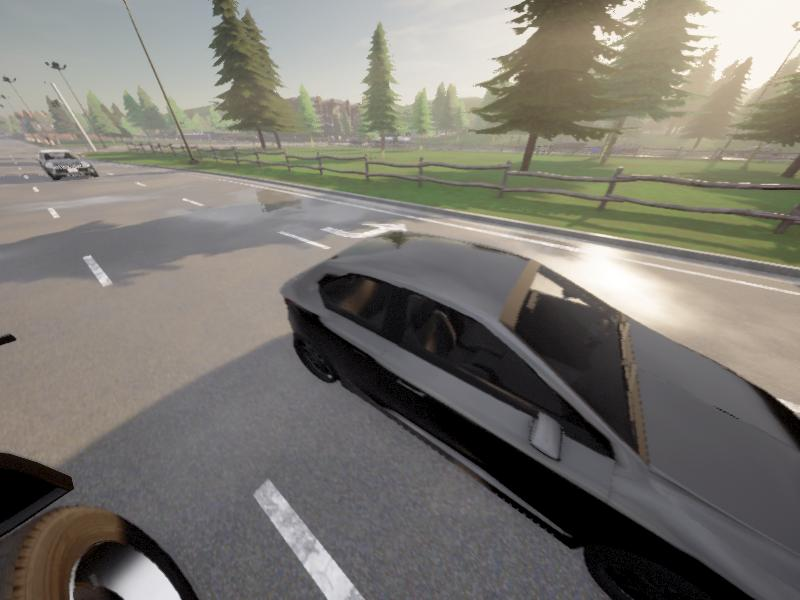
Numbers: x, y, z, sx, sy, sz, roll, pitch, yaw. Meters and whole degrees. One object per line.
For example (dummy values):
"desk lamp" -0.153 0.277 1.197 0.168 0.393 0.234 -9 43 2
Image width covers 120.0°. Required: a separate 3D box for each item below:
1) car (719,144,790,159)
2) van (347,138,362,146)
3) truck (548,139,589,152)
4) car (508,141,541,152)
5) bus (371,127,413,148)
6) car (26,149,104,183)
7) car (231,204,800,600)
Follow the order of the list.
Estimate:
"car" 51.711 -21.828 33.907 5.238 1.638 1.930 23 41 28
"van" -14.061 -49.019 71.472 4.442 1.987 1.775 22 41 28
"truck" 34.317 -31.638 47.236 6.274 2.098 2.390 22 41 28
"car" 24.607 -30.504 45.930 5.238 1.638 1.930 22 41 28
"bus" -2.114 -42.478 60.363 10.273 4.253 3.944 22 41 28
"car" -20.709 -8.380 14.289 3.806 1.475 1.970 22 41 28
"car" 0.743 0.381 2.094 4.193 1.474 1.816 22 41 28
